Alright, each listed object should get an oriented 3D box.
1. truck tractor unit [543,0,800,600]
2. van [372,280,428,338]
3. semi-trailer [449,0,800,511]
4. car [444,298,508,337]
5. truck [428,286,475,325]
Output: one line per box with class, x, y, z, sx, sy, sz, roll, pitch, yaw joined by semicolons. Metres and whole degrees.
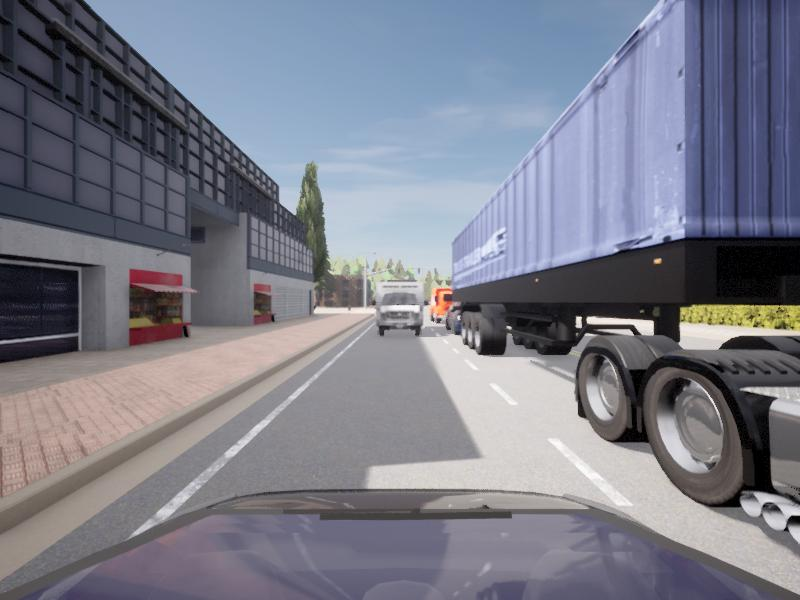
truck tractor unit;3.499;-0.507;2.240;3.053;4.208;6.516;0;0;0
van;-0.003;0.378;19.925;2.351;2.431;6.366;0;0;0
semi-trailer;3.493;-0.617;10.156;2.717;4.402;14.254;0;0;0
car;3.494;0.764;19.435;2.242;1.667;4.611;0;0;0
truck;3.504;0.357;28.445;2.627;2.467;5.204;0;0;0
